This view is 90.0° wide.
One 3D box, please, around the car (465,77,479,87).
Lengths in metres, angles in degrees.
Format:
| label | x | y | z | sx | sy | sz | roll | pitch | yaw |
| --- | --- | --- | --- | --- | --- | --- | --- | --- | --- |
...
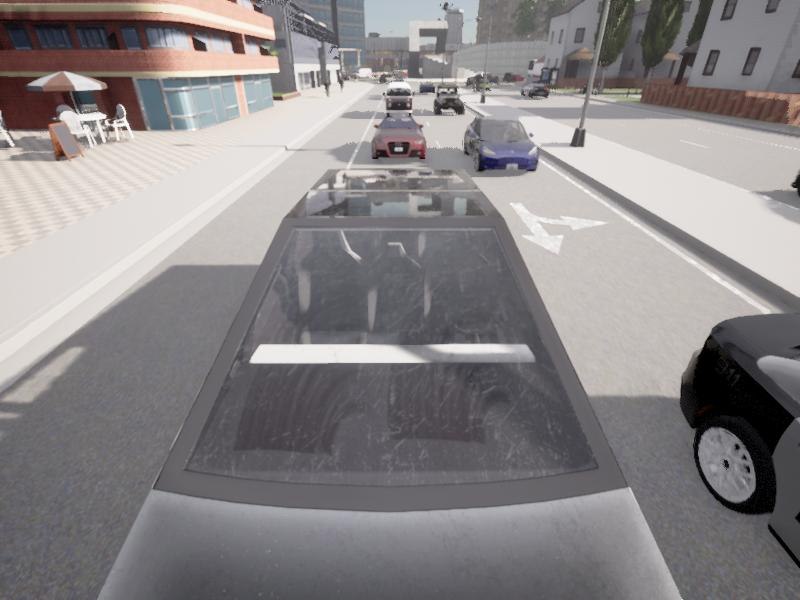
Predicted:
| label | x | y | z | sx | sy | sz | roll | pitch | yaw |
| --- | --- | --- | --- | --- | --- | --- | --- | --- | --- |
| car | 12.496 | -37.833 | 69.339 | 2.033 | 1.411 | 5.357 | 5 | 31 | 9 |

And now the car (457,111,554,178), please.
| label | x | y | z | sx | sy | sz | roll | pitch | yaw |
| --- | --- | --- | --- | --- | --- | --- | --- | --- | --- |
| car | 3.454 | -5.654 | 14.209 | 2.163 | 1.488 | 4.792 | 0 | 30 | 0 |

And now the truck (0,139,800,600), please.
| label | x | y | z | sx | sy | sz | roll | pitch | yaw |
| --- | --- | --- | --- | --- | --- | --- | --- | --- | --- |
| truck | -0.048 | 0.093 | 3.766 | 2.390 | 2.098 | 6.274 | 0 | 30 | 0 |

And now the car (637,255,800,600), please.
| label | x | y | z | sx | sy | sz | roll | pitch | yaw |
| --- | --- | --- | --- | --- | --- | --- | --- | --- | --- |
| car | 3.479 | 1.646 | 1.563 | 1.930 | 1.638 | 5.238 | 0 | 30 | 0 |

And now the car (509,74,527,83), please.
| label | x | y | z | sx | sy | sz | roll | pitch | yaw |
| --- | --- | --- | --- | --- | --- | --- | --- | --- | --- |
| car | 24.404 | -45.712 | 82.645 | 3.633 | 1.501 | 1.845 | -26 | 39 | -37 |

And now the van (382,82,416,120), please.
| label | x | y | z | sx | sy | sz | roll | pitch | yaw |
| --- | --- | --- | --- | --- | --- | --- | --- | --- | --- |
| van | -0.071 | -13.620 | 27.279 | 2.069 | 2.038 | 4.480 | 0 | 30 | 0 |

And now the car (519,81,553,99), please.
| label | x | y | z | sx | sy | sz | roll | pitch | yaw |
| --- | --- | --- | --- | --- | --- | --- | --- | --- | --- |
| car | 14.904 | -23.276 | 44.304 | 2.038 | 1.542 | 4.974 | 0 | 30 | 0 |

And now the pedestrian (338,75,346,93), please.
| label | x | y | z | sx | sy | sz | roll | pitch | yaw |
| --- | --- | --- | --- | --- | --- | --- | --- | --- | --- |
| pedestrian | -7.210 | -26.725 | 49.515 | 0.751 | 1.860 | 0.751 | 0 | 30 | 0 |

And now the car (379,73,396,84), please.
| label | x | y | z | sx | sy | sz | roll | pitch | yaw |
| --- | --- | --- | --- | --- | --- | --- | --- | --- | --- |
| car | -2.500 | -43.129 | 77.916 | 1.932 | 1.855 | 4.605 | -10 | 32 | -16 |

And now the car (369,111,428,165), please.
| label | x | y | z | sx | sy | sz | roll | pitch | yaw |
| --- | --- | --- | --- | --- | --- | --- | --- | --- | --- |
| car | -0.048 | -6.475 | 15.723 | 1.994 | 1.385 | 4.181 | 0 | 30 | 0 |

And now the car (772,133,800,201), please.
| label | x | y | z | sx | sy | sz | roll | pitch | yaw |
| --- | --- | --- | --- | --- | --- | --- | --- | --- | --- |
| car | 11.462 | -2.525 | 8.712 | 2.033 | 1.649 | 4.856 | 0 | 30 | 0 |

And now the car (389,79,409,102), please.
| label | x | y | z | sx | sy | sz | roll | pitch | yaw |
| --- | --- | --- | --- | --- | --- | --- | --- | --- | --- |
| car | -0.092 | -21.551 | 41.006 | 1.932 | 1.855 | 4.605 | 0 | 30 | 0 |

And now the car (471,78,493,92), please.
| label | x | y | z | sx | sy | sz | roll | pitch | yaw |
| --- | --- | --- | --- | --- | --- | --- | --- | --- | --- |
| car | 11.384 | -29.984 | 55.781 | 2.007 | 1.525 | 4.514 | 0 | 30 | 0 |

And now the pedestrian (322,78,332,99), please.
| label | x | y | z | sx | sy | sz | roll | pitch | yaw |
| --- | --- | --- | --- | --- | --- | --- | --- | --- | --- |
| pedestrian | -7.305 | -21.256 | 40.157 | 0.751 | 1.860 | 0.751 | 0 | 30 | 0 |

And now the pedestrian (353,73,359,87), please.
| label | x | y | z | sx | sy | sz | roll | pitch | yaw |
| --- | --- | --- | --- | --- | --- | --- | --- | --- | --- |
| pedestrian | -7.045 | -35.145 | 63.924 | 0.751 | 1.860 | 0.751 | 0 | 30 | 0 |

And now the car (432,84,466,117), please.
| label | x | y | z | sx | sy | sz | roll | pitch | yaw |
| --- | --- | --- | --- | --- | --- | --- | --- | --- | --- |
| car | 3.431 | -14.271 | 28.542 | 1.905 | 1.878 | 3.866 | 0 | 30 | 0 |

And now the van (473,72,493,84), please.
| label | x | y | z | sx | sy | sz | roll | pitch | yaw |
| --- | --- | --- | --- | --- | --- | --- | --- | --- | --- |
| van | 16.594 | -44.248 | 79.677 | 2.069 | 2.038 | 4.480 | 19 | 35 | 30 |

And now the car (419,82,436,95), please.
| label | x | y | z | sx | sy | sz | roll | pitch | yaw |
| --- | --- | --- | --- | --- | --- | --- | --- | --- | --- |
| car | 3.387 | -26.473 | 50.002 | 1.895 | 1.301 | 4.718 | 0 | 30 | 0 |
